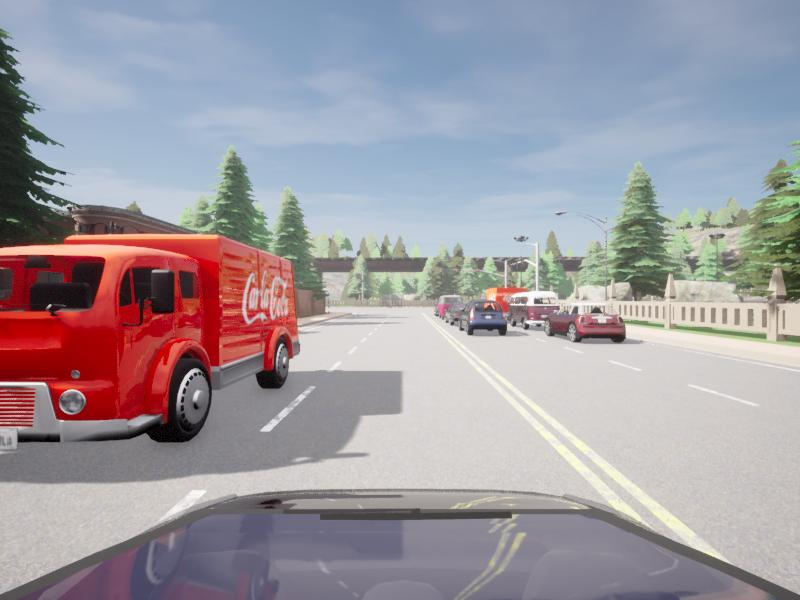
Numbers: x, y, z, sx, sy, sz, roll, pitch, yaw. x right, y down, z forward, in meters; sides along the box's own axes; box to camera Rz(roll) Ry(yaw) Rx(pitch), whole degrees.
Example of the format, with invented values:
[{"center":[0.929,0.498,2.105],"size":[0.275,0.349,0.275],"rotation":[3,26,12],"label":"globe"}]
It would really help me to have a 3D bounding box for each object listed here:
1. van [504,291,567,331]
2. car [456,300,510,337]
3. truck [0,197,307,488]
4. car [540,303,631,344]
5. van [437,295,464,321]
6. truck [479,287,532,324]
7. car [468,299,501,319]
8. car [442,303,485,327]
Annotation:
[{"center":[7.443,0.571,22.492],"size":[2.069,2.038,4.480],"rotation":[0,0,1],"label":"van"},{"center":[3.884,0.788,19.320],"size":[1.851,1.617,3.988],"rotation":[0,0,1],"label":"car"},{"center":[-3.370,0.353,6.016],"size":[2.627,2.467,5.204],"rotation":[0,0,1],"label":"truck"},{"center":[7.326,0.853,16.244],"size":[1.970,1.475,3.806],"rotation":[0,0,1],"label":"car"},{"center":[4.143,0.599,33.180],"size":[1.775,1.987,4.442],"rotation":[0,0,1],"label":"van"},{"center":[7.576,0.357,29.430],"size":[2.627,2.467,5.204],"rotation":[0,0,1],"label":"truck"},{"center":[7.714,0.778,36.930],"size":[2.033,1.649,4.856],"rotation":[0,0,1],"label":"car"},{"center":[4.012,0.895,26.078],"size":[2.033,1.411,5.357],"rotation":[0,0,1],"label":"car"}]
